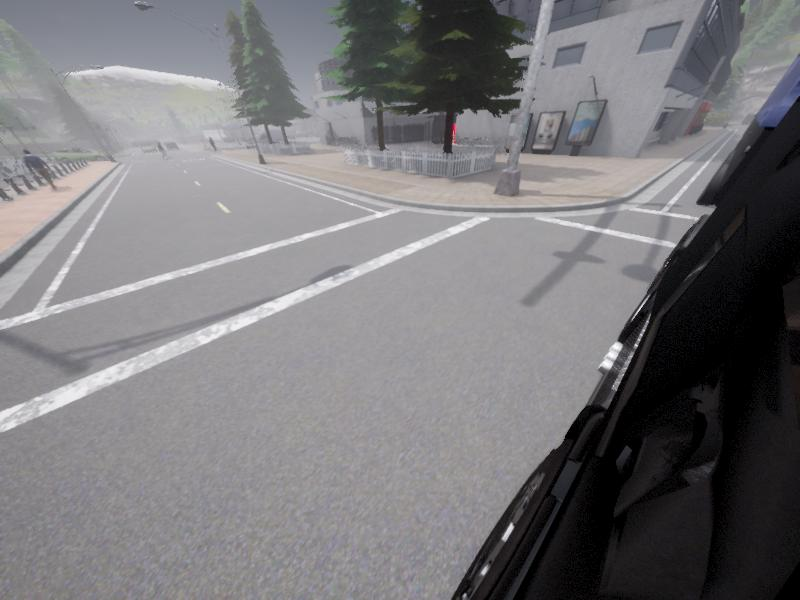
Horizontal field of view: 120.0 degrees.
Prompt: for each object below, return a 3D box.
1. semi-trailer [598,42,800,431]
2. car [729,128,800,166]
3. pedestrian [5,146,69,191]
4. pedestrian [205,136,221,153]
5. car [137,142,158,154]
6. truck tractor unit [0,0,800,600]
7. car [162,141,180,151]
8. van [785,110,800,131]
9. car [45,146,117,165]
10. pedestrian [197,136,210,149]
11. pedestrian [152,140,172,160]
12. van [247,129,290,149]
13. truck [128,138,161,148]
[{"bbox_3d":[8.699,-3.599,4.236,14.254,4.402,2.717,-28,44,-30],"label":"semi-trailer"},{"bbox_3d":[19.737,-8.242,12.314,4.181,1.385,1.994,-28,44,-30],"label":"car"},{"bbox_3d":[-18.261,-6.629,11.707,0.751,1.860,0.751,-29,44,-31],"label":"pedestrian"},{"bbox_3d":[-25.094,-20.843,31.005,0.751,1.860,0.751,4,37,8],"label":"pedestrian"},{"bbox_3d":[-44.687,-27.000,40.940,2.007,1.525,4.514,-29,45,-31],"label":"car"},{"bbox_3d":[2.645,-0.295,0.351,6.516,4.208,3.053,-28,44,-30],"label":"truck tractor unit"},{"bbox_3d":[-46.280,-31.173,46.608,1.837,1.490,4.892,-29,45,-31],"label":"car"},{"bbox_3d":[52.183,-23.082,29.614,4.480,2.038,2.069,-28,44,-30],"label":"van"},{"bbox_3d":[-37.745,-17.268,27.557,4.514,1.525,2.007,-22,41,-24],"label":"car"},{"bbox_3d":[-34.423,-27.517,40.457,0.751,1.860,0.751,1,37,5],"label":"pedestrian"},{"bbox_3d":[-27.846,-17.543,27.049,0.751,1.860,0.751,-15,39,-16],"label":"pedestrian"},{"bbox_3d":[-23.410,-28.921,41.387,5.915,2.561,1.988,-29,44,-31],"label":"van"},{"bbox_3d":[-74.108,-45.761,67.153,6.274,2.098,2.390,-29,44,-30],"label":"truck"}]
